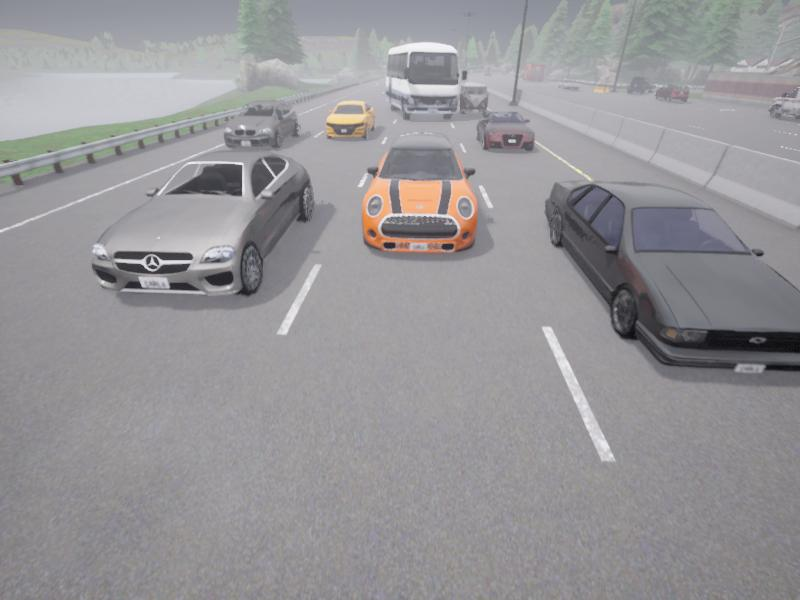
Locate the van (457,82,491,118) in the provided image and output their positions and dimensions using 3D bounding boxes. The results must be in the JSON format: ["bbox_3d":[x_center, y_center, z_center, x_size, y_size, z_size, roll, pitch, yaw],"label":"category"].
[{"bbox_3d":[5.172,-14.288,28.441,1.775,1.987,4.442,2,30,3],"label":"van"}]

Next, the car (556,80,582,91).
[{"bbox_3d":[24.519,-31.289,58.247,1.895,1.301,4.718,2,30,3],"label":"car"}]

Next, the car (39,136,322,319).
[{"bbox_3d":[-3.143,-1.748,7.349,2.152,1.651,5.027,2,30,3],"label":"car"}]

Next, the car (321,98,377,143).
[{"bbox_3d":[-2.372,-9.033,19.870,1.882,1.535,5.008,2,30,3],"label":"car"}]

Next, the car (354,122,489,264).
[{"bbox_3d":[0.444,-2.572,8.605,2.097,1.767,4.553,2,30,3],"label":"car"}]

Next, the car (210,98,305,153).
[{"bbox_3d":[-6.010,-7.820,17.649,2.242,1.667,4.611,2,30,3],"label":"car"}]

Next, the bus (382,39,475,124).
[{"bbox_3d":[1.354,-15.041,27.465,3.944,4.253,10.273,-3,31,-9],"label":"bus"}]

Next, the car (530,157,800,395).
[{"bbox_3d":[3.796,-0.962,6.271,2.033,1.411,5.357,2,30,3],"label":"car"}]

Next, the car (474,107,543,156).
[{"bbox_3d":[4.469,-7.339,17.187,1.994,1.385,4.181,2,30,3],"label":"car"}]

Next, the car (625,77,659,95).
[{"bbox_3d":[30.437,-26.967,50.311,3.866,1.878,1.905,-22,36,-33],"label":"car"}]

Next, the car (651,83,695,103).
[{"bbox_3d":[26.880,-20.512,39.607,1.789,1.549,3.705,2,30,3],"label":"car"}]

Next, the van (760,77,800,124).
[{"bbox_3d":[25.955,-12.074,24.337,2.351,2.431,6.366,2,30,3],"label":"van"}]
